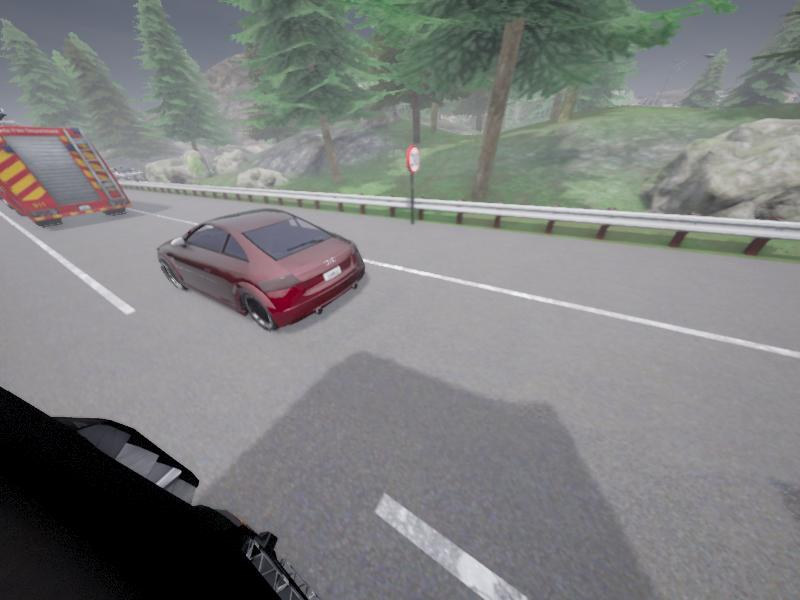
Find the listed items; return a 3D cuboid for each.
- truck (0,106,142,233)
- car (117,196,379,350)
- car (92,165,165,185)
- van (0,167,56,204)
[{"bbox_3d":[-16.611,-5.916,10.630,8.468,3.827,2.891,16,38,26],"label":"truck"},{"bbox_3d":[-2.745,-0.924,4.320,4.181,1.385,1.994,16,38,26],"label":"car"},{"bbox_3d":[-31.473,-14.677,27.023,2.038,1.542,4.974,13,36,22],"label":"car"},{"bbox_3d":[-28.248,-8.519,17.011,4.480,2.038,2.069,16,38,26],"label":"van"}]
